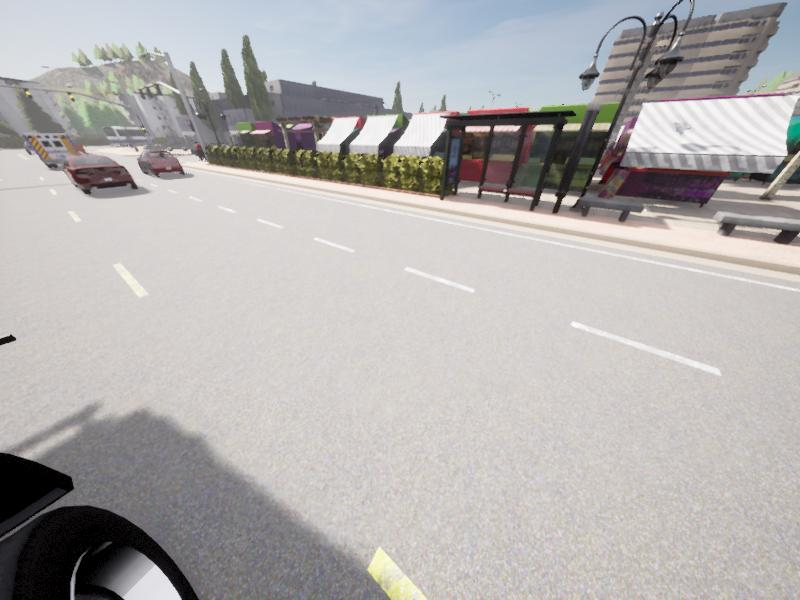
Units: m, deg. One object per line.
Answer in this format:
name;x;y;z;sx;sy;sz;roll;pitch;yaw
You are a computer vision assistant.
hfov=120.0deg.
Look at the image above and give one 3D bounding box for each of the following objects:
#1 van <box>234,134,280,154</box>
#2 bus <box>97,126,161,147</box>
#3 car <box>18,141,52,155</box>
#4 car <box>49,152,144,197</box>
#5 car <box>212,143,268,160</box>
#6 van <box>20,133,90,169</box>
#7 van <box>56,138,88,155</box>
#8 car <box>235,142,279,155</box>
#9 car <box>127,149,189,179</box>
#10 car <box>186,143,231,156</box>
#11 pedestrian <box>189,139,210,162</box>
van;-23.703;-26.079;38.634;1.988;2.561;5.915;24;41;29
bus;-71.884;-43.672;61.846;3.944;4.253;10.273;2;35;2
car;-55.562;-23.281;35.258;5.027;1.651;2.152;25;42;30
car;-15.543;-6.550;11.801;5.008;1.535;1.882;22;41;28
car;-19.831;-18.641;28.883;2.152;1.651;5.027;22;40;28
van;-30.894;-13.415;20.689;6.366;2.431;2.351;24;41;29
van;-50.512;-23.722;35.599;4.442;1.987;1.775;23;41;29
car;-22.061;-23.556;35.891;1.801;1.575;5.366;24;42;30
car;-16.868;-9.583;16.109;3.633;1.501;1.845;23;41;29
car;-28.142;-22.264;34.066;2.007;1.525;4.514;24;41;30
pedestrian;-20.035;-14.912;23.070;0.751;1.860;0.751;22;41;28
